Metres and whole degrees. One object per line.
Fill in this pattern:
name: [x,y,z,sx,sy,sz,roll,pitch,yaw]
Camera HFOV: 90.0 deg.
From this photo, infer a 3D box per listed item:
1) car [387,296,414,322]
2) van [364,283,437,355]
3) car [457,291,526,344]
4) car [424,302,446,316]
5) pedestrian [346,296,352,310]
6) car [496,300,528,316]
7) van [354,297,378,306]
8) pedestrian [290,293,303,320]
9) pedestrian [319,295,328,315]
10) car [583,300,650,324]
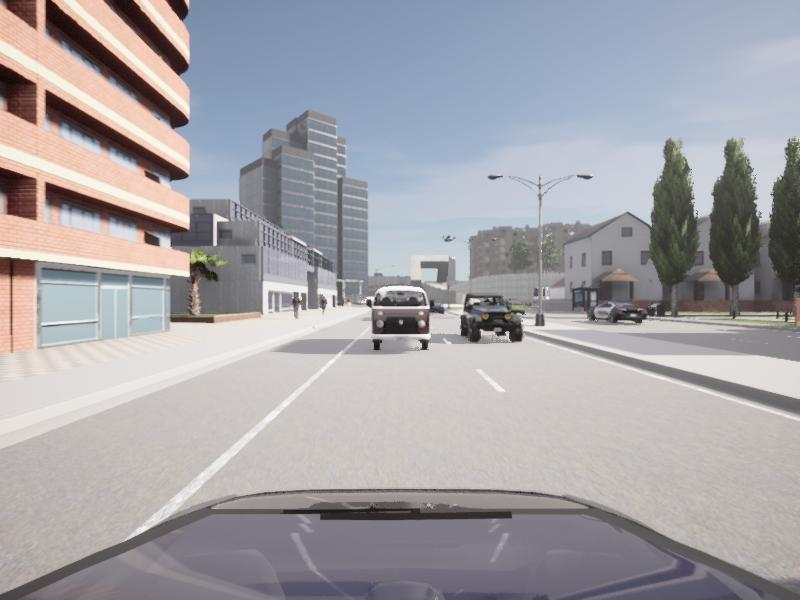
car: [0.036,0.632,31.096,1.932,1.855,4.605,0,0,0]
van: [0.012,0.567,13.688,2.069,2.038,4.480,0,-1,0]
car: [3.521,0.637,16.135,1.905,1.878,3.866,0,0,0]
car: [3.538,0.918,41.322,1.895,1.301,4.718,0,0,0]
pedestrian: [-6.853,0.451,53.665,0.751,1.860,0.751,0,0,1]
car: [11.549,0.802,41.567,2.007,1.525,4.514,0,0,0]
van: [-9.194,0.306,107.851,6.366,2.431,2.351,0,0,-40]
pedestrian: [-7.204,0.462,27.814,0.751,1.860,0.751,0,0,-2]
pedestrian: [-7.057,0.458,36.997,0.751,1.860,0.751,0,0,-6]
car: [15.034,0.807,28.203,2.038,1.542,4.974,0,0,0]
